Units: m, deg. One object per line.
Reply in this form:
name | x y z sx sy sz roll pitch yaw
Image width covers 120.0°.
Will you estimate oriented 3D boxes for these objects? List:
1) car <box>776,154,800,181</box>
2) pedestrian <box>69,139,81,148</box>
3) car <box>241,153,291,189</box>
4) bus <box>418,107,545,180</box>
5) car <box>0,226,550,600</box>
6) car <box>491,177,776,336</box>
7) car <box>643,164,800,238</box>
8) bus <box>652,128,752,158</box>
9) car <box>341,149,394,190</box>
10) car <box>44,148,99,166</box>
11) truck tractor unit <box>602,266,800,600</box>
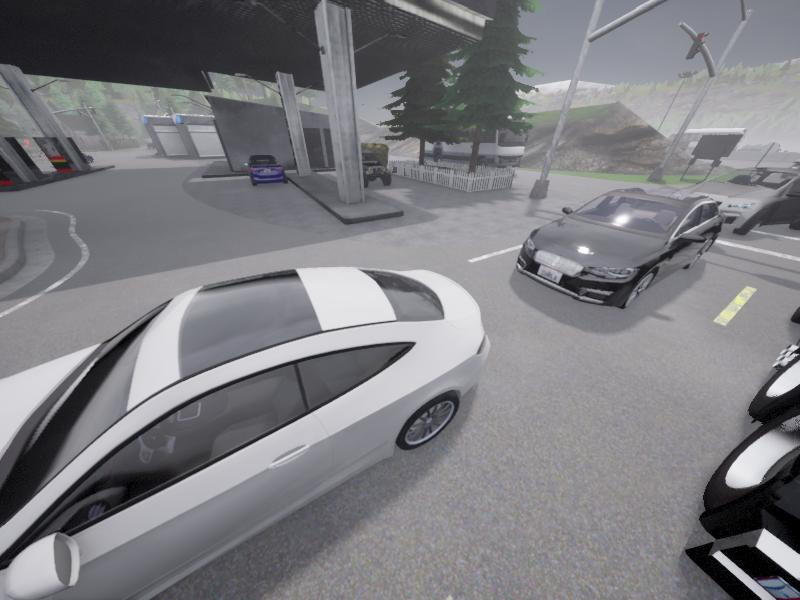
car | 30.425 -9.767 16.908 4.974 1.542 2.038 -18 39 -24
pedestrian | -85.213 -40.979 60.592 0.751 1.860 0.751 8 36 11
car | -9.255 -8.983 15.816 2.242 1.667 4.611 -18 39 -25
bus | 6.226 -13.976 20.723 3.944 4.253 10.273 -18 39 -24
car | -1.287 0.681 1.911 4.674 1.442 1.812 -18 38 -25
car | 4.560 -1.330 4.618 4.902 1.511 2.128 -18 39 -24
car | 11.295 -3.329 7.485 4.611 1.667 2.242 -7 35 -13
bus | 56.694 -29.940 44.020 3.944 4.253 10.273 -18 39 -24
car | -2.180 -8.577 14.993 1.905 1.878 3.866 -18 39 -25
car | -35.803 -15.727 25.354 1.816 1.474 4.193 -18 39 -24
truck tractor unit | 5.111 -0.301 0.777 6.516 4.208 3.053 -18 39 -24
